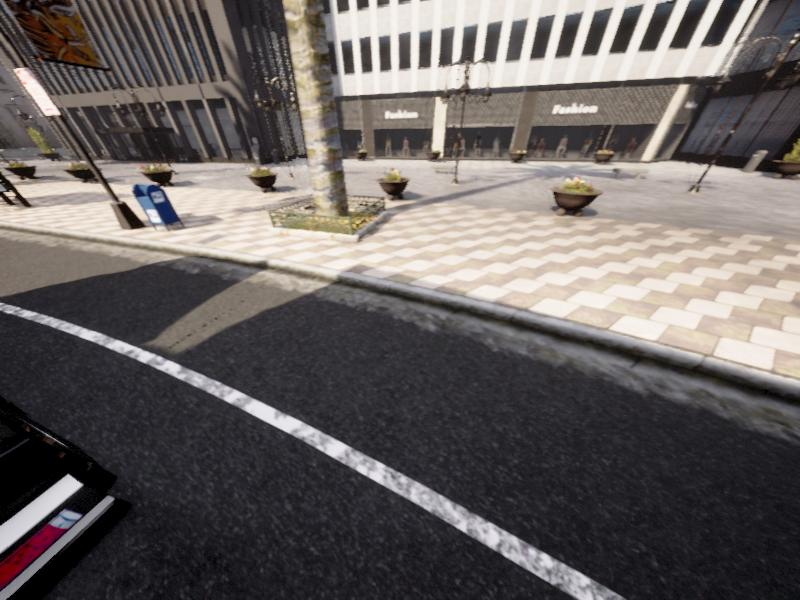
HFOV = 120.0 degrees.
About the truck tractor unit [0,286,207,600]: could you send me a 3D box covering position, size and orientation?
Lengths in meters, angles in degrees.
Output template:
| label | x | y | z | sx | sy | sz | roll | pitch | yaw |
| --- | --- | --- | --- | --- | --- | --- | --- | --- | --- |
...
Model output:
| label | x | y | z | sx | sy | sz | roll | pitch | yaw |
| --- | --- | --- | --- | --- | --- | --- | --- | --- | --- |
| truck tractor unit | -5.255 | -0.123 | 0.535 | 6.516 | 4.208 | 3.053 | 12 | 37 | 16 |
